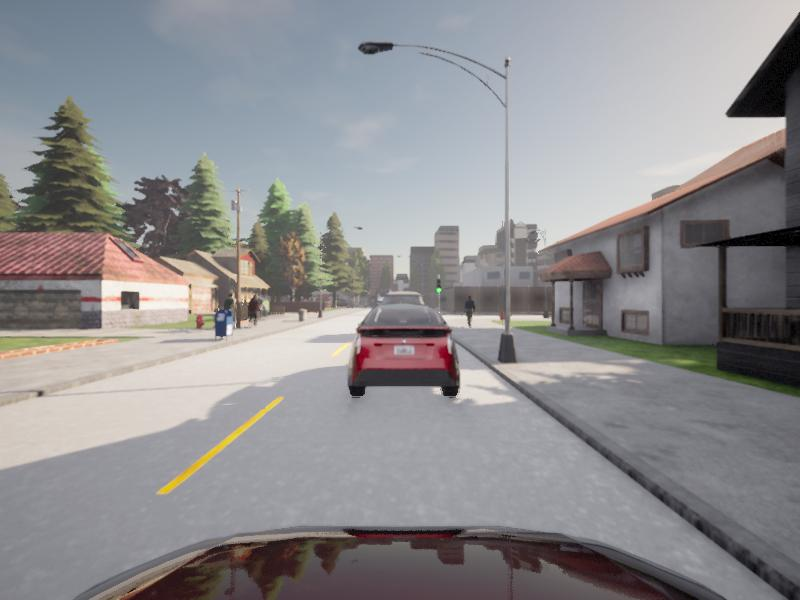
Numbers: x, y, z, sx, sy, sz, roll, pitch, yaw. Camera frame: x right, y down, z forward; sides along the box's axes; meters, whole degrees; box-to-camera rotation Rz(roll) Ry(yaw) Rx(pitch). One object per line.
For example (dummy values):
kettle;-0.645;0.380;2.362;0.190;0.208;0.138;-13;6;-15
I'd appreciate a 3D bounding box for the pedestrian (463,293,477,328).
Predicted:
pedestrian;3.805;0.558;21.793;0.751;1.860;0.751;0;0;10

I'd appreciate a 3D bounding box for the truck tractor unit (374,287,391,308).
truck tractor unit;-3.452;-0.434;80.893;3.053;4.208;6.516;0;-1;2

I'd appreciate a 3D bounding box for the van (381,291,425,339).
van;0.119;0.620;18.620;1.775;1.987;4.442;0;0;0

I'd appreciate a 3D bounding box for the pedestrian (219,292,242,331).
pedestrian;-8.193;0.555;19.353;0.751;1.860;0.751;0;0;9

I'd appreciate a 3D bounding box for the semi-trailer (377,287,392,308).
semi-trailer;-3.332;-0.518;88.803;2.717;4.402;14.254;0;0;1

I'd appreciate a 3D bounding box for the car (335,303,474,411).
car;0.061;0.838;8.034;2.007;1.525;4.514;0;0;0

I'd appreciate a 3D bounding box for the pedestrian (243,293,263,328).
pedestrian;-7.849;0.557;21.393;0.751;1.860;0.751;0;0;4
